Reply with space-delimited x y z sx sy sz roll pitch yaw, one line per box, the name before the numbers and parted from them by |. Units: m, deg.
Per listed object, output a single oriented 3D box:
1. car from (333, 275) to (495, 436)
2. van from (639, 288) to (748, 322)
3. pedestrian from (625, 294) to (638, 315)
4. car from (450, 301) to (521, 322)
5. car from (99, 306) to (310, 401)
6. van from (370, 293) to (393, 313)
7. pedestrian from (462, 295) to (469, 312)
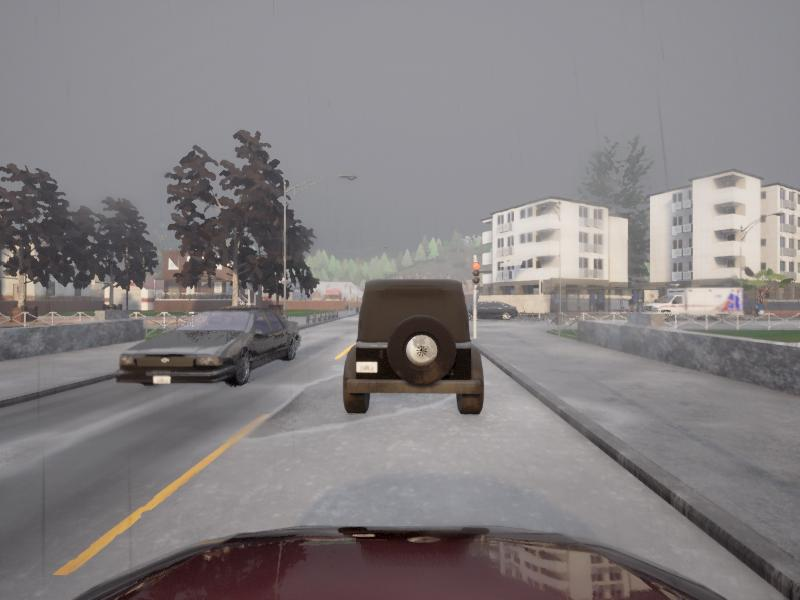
car | 0.220 0.646 6.640 1.905 1.878 3.866 0 0 2
van | 21.748 0.378 29.883 6.366 2.431 2.351 0 0 2
pedestrian | 20.793 0.417 35.914 0.751 1.860 0.751 0 0 1
car | 6.388 0.845 30.188 4.892 1.490 1.837 0 0 -2
car | -3.729 0.895 9.058 2.033 1.411 5.357 0 0 2
van | -2.300 0.379 51.361 2.351 2.431 6.366 0 0 2
pedestrian | 7.461 0.417 45.538 0.751 1.860 0.751 0 0 0
